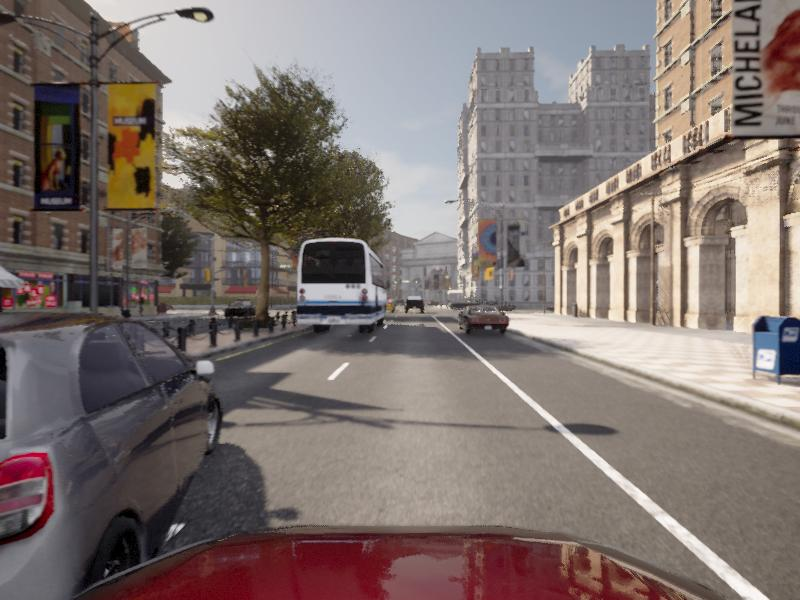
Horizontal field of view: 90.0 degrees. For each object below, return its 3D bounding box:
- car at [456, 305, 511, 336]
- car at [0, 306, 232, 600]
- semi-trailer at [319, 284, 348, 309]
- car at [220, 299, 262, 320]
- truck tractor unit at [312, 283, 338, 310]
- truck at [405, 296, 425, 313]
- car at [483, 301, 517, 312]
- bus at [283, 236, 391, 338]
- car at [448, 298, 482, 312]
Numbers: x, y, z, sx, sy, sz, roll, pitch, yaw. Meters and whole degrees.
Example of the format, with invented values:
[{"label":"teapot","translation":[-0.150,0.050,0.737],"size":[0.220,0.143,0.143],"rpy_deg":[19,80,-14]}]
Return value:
[{"label":"car","translation":[4.025,0.947,20.110],"size":[1.895,1.301,4.718],"rpy_deg":[0,0,2]},{"label":"car","translation":[-2.337,0.823,2.698],"size":[1.845,1.501,3.633],"rpy_deg":[0,0,-17]},{"label":"semi-trailer","translation":[-12.279,-0.620,75.569],"size":[2.717,4.402,14.254],"rpy_deg":[0,0,2]},{"label":"car","translation":[-13.536,0.758,34.433],"size":[1.930,1.638,5.238],"rpy_deg":[0,0,-4]},{"label":"truck tractor unit","translation":[-12.567,-0.527,67.664],"size":[3.053,4.208,6.516],"rpy_deg":[0,0,2]},{"label":"truck","translation":[1.852,0.554,51.056],"size":[2.390,2.098,6.274],"rpy_deg":[0,0,2]},{"label":"car","translation":[13.295,0.880,53.368],"size":[4.193,1.474,1.816],"rpy_deg":[0,0,3]},{"label":"bus","translation":[-2.783,-0.535,21.986],"size":[3.944,4.253,10.273],"rpy_deg":[0,0,2]},{"label":"car","translation":[9.172,0.678,56.912],"size":[4.605,1.855,1.932],"rpy_deg":[1,0,2]}]
